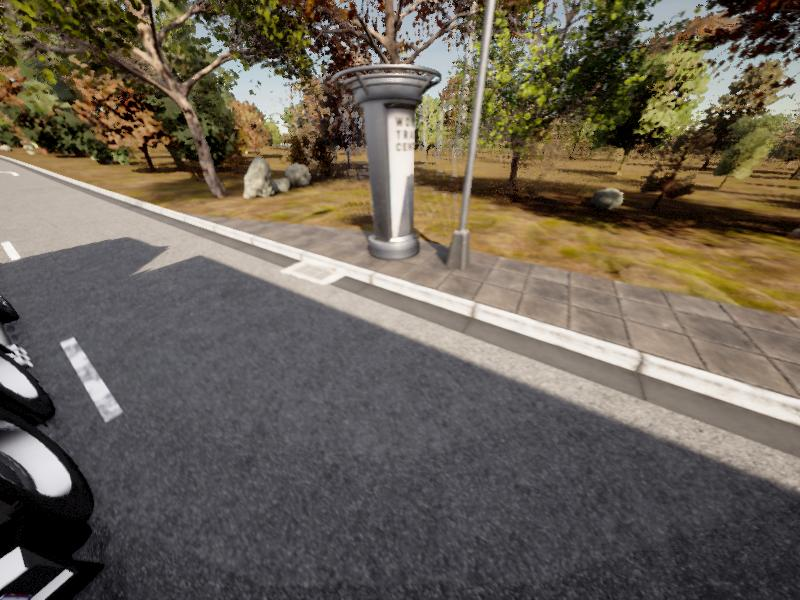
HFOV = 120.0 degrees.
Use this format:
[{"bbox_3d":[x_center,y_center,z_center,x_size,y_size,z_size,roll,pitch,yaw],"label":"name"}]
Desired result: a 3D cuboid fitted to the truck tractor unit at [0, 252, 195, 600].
[{"bbox_3d":[-5.091,-0.318,0.811,6.516,4.208,3.053,19,39,25],"label":"truck tractor unit"}]
